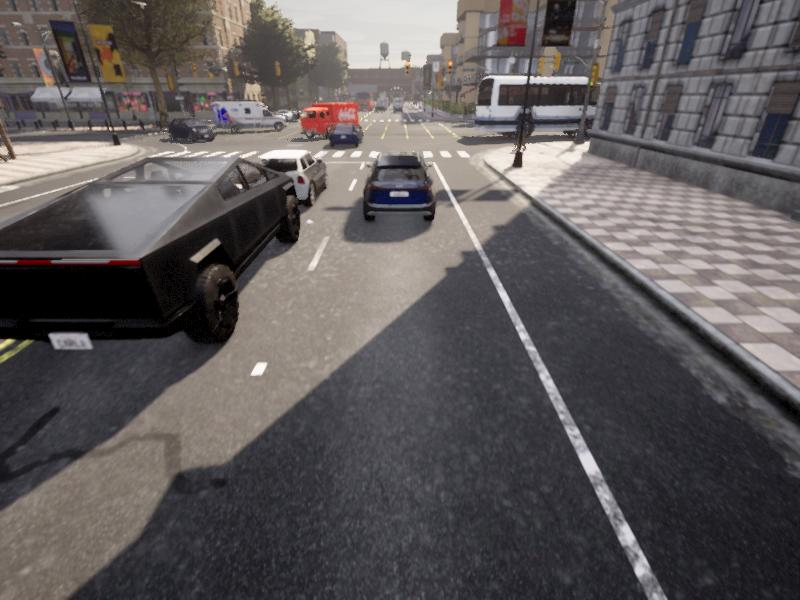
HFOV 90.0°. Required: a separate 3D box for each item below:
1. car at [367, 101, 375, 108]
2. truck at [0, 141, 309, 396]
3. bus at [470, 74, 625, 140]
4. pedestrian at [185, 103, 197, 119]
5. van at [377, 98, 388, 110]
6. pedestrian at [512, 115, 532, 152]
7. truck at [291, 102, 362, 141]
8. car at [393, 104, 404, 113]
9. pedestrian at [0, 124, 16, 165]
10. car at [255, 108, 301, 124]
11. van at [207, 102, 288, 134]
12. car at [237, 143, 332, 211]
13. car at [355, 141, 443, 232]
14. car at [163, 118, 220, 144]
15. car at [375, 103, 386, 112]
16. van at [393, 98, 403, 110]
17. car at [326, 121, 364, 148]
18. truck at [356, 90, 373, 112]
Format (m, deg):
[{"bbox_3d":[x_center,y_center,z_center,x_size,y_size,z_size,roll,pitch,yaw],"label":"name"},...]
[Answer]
[{"bbox_3d":[-7.476,-50.983,104.372,1.801,1.575,5.366,0,27,0],"label":"car"},{"bbox_3d":[-3.500,-1.283,6.843,2.390,2.098,6.274,0,27,0],"label":"truck"},{"bbox_3d":[11.188,-15.039,31.310,10.273,4.253,3.944,-5,26,-10],"label":"bus"},{"bbox_3d":[-27.394,-24.668,52.331,0.751,1.860,0.751,2,27,4],"label":"pedestrian"},{"bbox_3d":[-3.912,-44.934,91.595,2.351,2.431,6.366,0,27,0],"label":"van"},{"bbox_3d":[6.832,-9.390,22.522,0.751,1.860,0.751,3,27,6],"label":"pedestrian"},{"bbox_3d":[-5.569,-14.086,31.399,2.627,2.467,5.204,13,30,25],"label":"truck"},{"bbox_3d":[-0.332,-36.234,75.755,2.033,1.411,5.357,0,27,0],"label":"car"},{"bbox_3d":[-18.532,-7.150,18.167,0.751,1.860,0.751,-1,27,-2],"label":"pedestrian"},{"bbox_3d":[-14.601,-22.123,48.114,2.038,1.542,4.974,19,32,33],"label":"car"},{"bbox_3d":[-13.642,-16.503,36.170,6.366,2.431,2.351,-10,29,-19],"label":"van"},{"bbox_3d":[-3.526,-4.123,13.063,1.970,1.475,3.806,0,27,0],"label":"car"},{"bbox_3d":[-0.021,-3.537,11.753,2.033,1.649,4.856,0,27,0],"label":"car"},{"bbox_3d":[-15.056,-12.273,28.902,3.633,1.501,1.845,18,32,31],"label":"car"},{"bbox_3d":[-3.853,-38.296,79.523,1.930,1.638,5.238,0,27,0],"label":"car"},{"bbox_3d":[-0.422,-45.988,93.649,2.351,2.431,6.366,0,27,0],"label":"van"},{"bbox_3d":[-3.598,-11.256,27.092,1.994,1.385,4.181,0,27,0],"label":"car"},{"bbox_3d":[-7.383,-41.797,83.949,2.891,3.827,8.468,0,27,0],"label":"truck"}]
